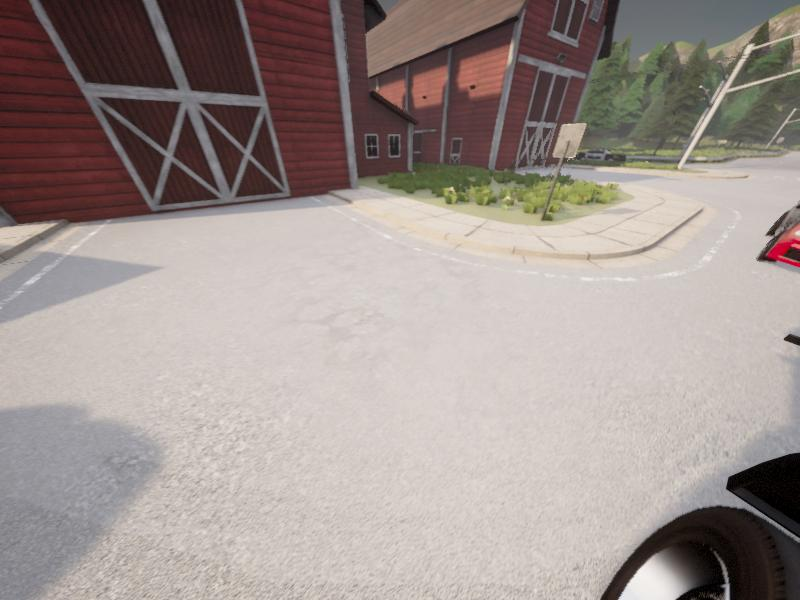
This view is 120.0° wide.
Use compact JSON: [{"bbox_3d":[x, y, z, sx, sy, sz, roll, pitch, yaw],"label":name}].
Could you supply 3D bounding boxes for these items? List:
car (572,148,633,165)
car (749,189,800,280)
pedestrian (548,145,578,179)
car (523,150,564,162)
[{"bbox_3d":[25.358,-18.260,29.244,1.930,1.638,5.238,-21,39,-27],"label":"car"},{"bbox_3d":[10.293,-1.646,5.004,4.611,1.667,2.242,-22,40,-28],"label":"car"},{"bbox_3d":[10.602,-9.028,15.108,0.751,1.860,0.751,-10,36,-14],"label":"pedestrian"},{"bbox_3d":[21.227,-21.535,34.380,1.895,1.301,4.718,-21,40,-27],"label":"car"}]
